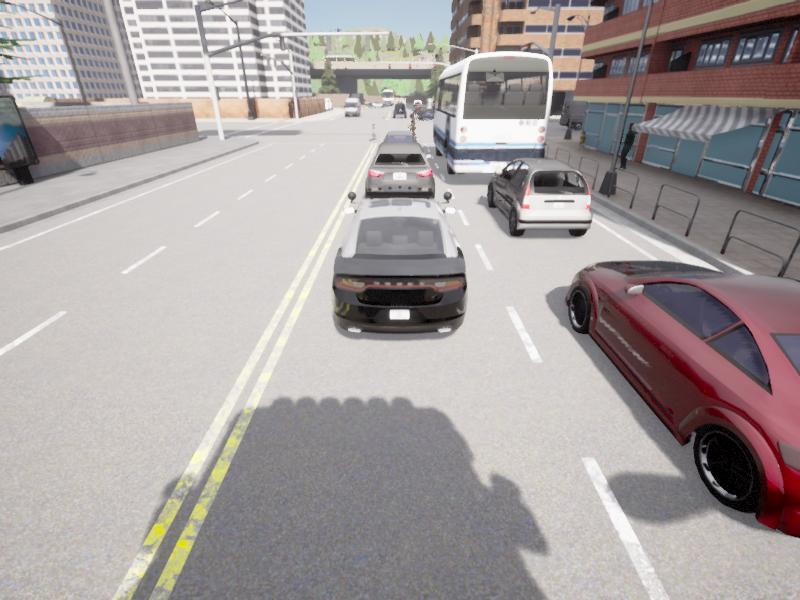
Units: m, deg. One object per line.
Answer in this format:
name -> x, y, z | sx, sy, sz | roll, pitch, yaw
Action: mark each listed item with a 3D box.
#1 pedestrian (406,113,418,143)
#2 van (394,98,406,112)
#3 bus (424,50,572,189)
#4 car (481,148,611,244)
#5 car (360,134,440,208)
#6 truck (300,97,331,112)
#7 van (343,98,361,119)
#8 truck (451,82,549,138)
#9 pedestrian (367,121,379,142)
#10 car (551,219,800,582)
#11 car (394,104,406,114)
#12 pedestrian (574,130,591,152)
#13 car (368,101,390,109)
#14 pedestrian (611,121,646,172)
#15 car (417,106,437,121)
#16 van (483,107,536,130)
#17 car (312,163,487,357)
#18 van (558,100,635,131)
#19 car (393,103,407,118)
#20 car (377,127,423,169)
pedestrian -> 0.856, -12.048, 27.979 | 0.751, 1.860, 0.751 | 2, 27, 4
van -> -0.002, -38.303, 78.510 | 2.351, 2.431, 6.366 | 0, 27, 0
bus -> 3.380, -8.240, 18.005 | 3.944, 4.253, 10.273 | 0, 27, 0
car -> 3.503, -2.911, 10.523 | 1.851, 1.617, 3.988 | 0, 27, 0
car -> 0.000, -4.569, 13.681 | 2.242, 1.667, 4.611 | 0, 27, 0
truck -> -16.170, -37.580, 76.765 | 5.204, 2.467, 2.615 | 0, 27, 0
van -> -7.007, -28.435, 59.179 | 1.988, 2.561, 5.915 | 0, 28, 0
truck -> 8.454, -16.092, 33.754 | 8.468, 3.827, 2.891 | -19, 33, -33
pedestrian -> -1.941, -12.116, 28.725 | 0.751, 1.300, 0.751 | -5, 28, -9
car -> 3.521, 0.386, 4.365 | 1.994, 1.385, 4.181 | -1, 27, -2
car -> -0.002, -33.452, 69.993 | 2.038, 1.542, 4.974 | 0, 27, 0
pedestrian -> 10.172, -8.865, 22.320 | 0.500, 1.100, 0.500 | 1, 27, 3
car -> -4.951, -46.247, 94.779 | 4.974, 1.542, 2.038 | 0, 27, 0
pedestrian -> 9.403, -6.326, 16.508 | 0.751, 1.860, 0.751 | 8, 28, 15
car -> 3.588, -25.323, 54.127 | 2.033, 1.649, 4.856 | -2, 27, -3
van -> 10.384, -17.357, 38.230 | 4.442, 1.987, 1.775 | 0, 27, 0
car -> -0.002, -1.183, 7.122 | 1.930, 1.638, 5.238 | 0, 27, 0
van -> 18.498, -17.546, 37.989 | 5.915, 2.561, 1.988 | 0, 27, 0
car -> -0.002, -27.953, 58.962 | 1.905, 1.878, 3.866 | 0, 27, 0
car -> 0.001, -7.818, 20.308 | 2.033, 1.411, 5.357 | 0, 27, 0
